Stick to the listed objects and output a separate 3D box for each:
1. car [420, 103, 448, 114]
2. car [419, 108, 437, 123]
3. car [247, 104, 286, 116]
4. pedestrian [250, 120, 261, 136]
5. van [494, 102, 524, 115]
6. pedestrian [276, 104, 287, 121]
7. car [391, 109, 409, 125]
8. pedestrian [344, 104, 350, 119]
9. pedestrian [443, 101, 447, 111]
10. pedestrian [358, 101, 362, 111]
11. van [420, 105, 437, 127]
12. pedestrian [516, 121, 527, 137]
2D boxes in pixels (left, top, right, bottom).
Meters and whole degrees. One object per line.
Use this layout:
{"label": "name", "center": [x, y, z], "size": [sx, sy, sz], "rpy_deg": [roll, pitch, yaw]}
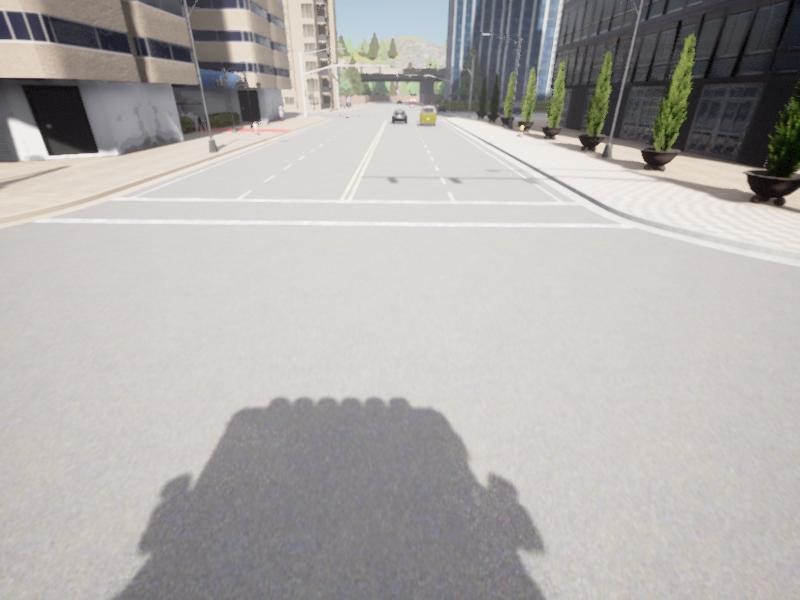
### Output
{"label": "car", "center": [6.295, -35.876, 74.843], "size": [1.930, 1.638, 5.238], "rpy_deg": [-24, 36, -39]}
{"label": "car", "center": [3.450, -23.060, 49.976], "size": [2.007, 1.525, 4.514], "rpy_deg": [0, 27, 0]}
{"label": "car", "center": [-20.925, -29.934, 62.934], "size": [5.366, 1.575, 1.801], "rpy_deg": [0, 27, -1]}
{"label": "pedestrian", "center": [-11.036, -13.146, 30.539], "size": [0.500, 1.100, 0.500], "rpy_deg": [1, 27, 0]}
{"label": "van", "center": [18.907, -33.271, 69.582], "size": [4.442, 1.987, 1.775], "rpy_deg": [0, 27, -1]}
{"label": "pedestrian", "center": [-13.766, -21.789, 46.492], "size": [0.751, 1.860, 0.751], "rpy_deg": [-1, 27, -2]}
{"label": "car", "center": [-0.048, -21.720, 47.315], "size": [2.007, 1.525, 4.514], "rpy_deg": [0, 27, 0]}
{"label": "pedestrian", "center": [-7.317, -26.029, 55.177], "size": [0.751, 1.860, 0.751], "rpy_deg": [0, 27, -1]}
{"label": "pedestrian", "center": [9.050, -39.077, 80.489], "size": [0.751, 1.860, 0.751], "rpy_deg": [-1, 27, -2]}
{"label": "pedestrian", "center": [-8.166, -39.578, 81.539], "size": [0.751, 1.860, 0.751], "rpy_deg": [4, 27, 6]}
{"label": "van", "center": [3.135, -20.434, 44.356], "size": [1.775, 1.987, 4.442], "rpy_deg": [2, 27, 3]}
{"label": "pedestrian", "center": [9.383, -13.156, 30.865], "size": [0.500, 1.100, 0.500], "rpy_deg": [0, 27, -1]}
